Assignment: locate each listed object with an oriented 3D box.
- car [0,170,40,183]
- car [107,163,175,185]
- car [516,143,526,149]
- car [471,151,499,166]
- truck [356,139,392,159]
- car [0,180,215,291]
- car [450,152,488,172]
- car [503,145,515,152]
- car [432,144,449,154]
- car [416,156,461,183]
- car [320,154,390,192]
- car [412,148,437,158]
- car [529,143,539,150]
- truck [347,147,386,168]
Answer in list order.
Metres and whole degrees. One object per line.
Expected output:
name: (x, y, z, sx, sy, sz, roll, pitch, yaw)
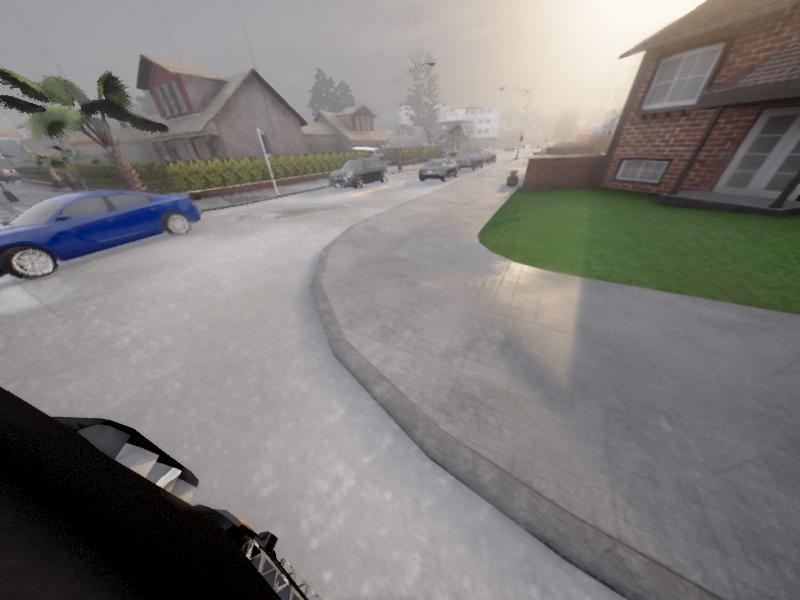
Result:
car: (-64.572, -20.387, 38.144, 2.033, 1.411, 5.357, 23, 41, 33)
car: (-24.147, -11.899, 21.712, 1.845, 1.501, 3.633, 14, 37, 24)
car: (40.577, -51.541, 77.290, 1.930, 1.638, 5.238, 16, 38, 26)
car: (10.315, -17.197, 27.975, 1.895, 1.301, 4.718, 17, 38, 27)
truck: (-6.352, -37.483, 57.508, 8.468, 3.827, 2.891, 16, 38, 26)
car: (-8.544, -2.150, 6.420, 1.882, 1.535, 5.008, 8, 35, 17)
car: (6.950, -13.733, 22.904, 2.033, 1.411, 5.357, 16, 38, 26)
car: (28.675, -39.672, 60.471, 1.994, 1.385, 4.181, 16, 38, 26)
car: (10.716, -39.791, 60.929, 3.866, 1.878, 1.905, -16, 36, -19)
car: (2.950, -9.818, 17.309, 1.994, 1.385, 4.181, 14, 37, 24)
car: (-2.798, -8.747, 15.724, 2.097, 1.767, 4.553, 16, 38, 26)
car: (5.530, -33.107, 52.072, 5.366, 1.575, 1.801, 16, 38, 27)
car: (42.904, -49.300, 74.013, 2.152, 1.651, 5.027, 16, 38, 26)
truck: (-4.264, -18.314, 29.547, 4.478, 2.038, 2.069, 18, 39, 24)
